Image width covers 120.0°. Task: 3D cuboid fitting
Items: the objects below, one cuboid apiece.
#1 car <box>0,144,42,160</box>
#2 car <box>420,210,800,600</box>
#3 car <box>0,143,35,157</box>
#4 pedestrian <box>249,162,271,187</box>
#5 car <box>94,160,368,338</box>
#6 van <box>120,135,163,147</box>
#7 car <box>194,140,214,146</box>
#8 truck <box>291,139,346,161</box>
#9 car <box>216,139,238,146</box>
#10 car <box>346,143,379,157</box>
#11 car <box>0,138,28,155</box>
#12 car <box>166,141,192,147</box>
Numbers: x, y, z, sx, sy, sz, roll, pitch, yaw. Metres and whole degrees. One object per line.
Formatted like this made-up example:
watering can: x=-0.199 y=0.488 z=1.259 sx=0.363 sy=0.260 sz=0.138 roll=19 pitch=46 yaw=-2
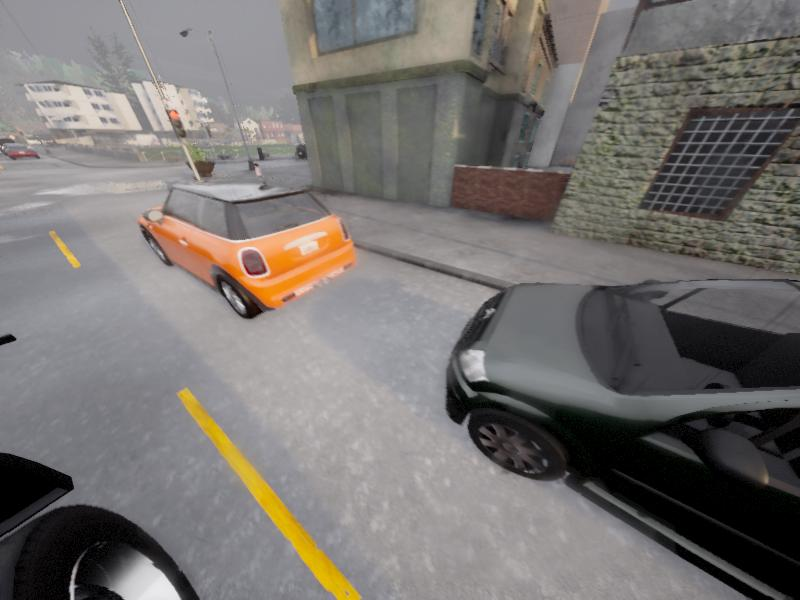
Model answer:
car: x=-44.478 y=-17.375 z=27.051 sx=4.181 sy=1.385 sz=1.994 roll=21 pitch=40 yaw=27
car: x=2.368 y=0.756 z=1.475 sx=3.988 sy=1.617 sz=1.851 roll=21 pitch=40 yaw=27
car: x=-50.856 y=-19.866 z=30.536 sx=4.181 sy=1.385 sz=1.994 roll=20 pitch=40 yaw=25
pedestrian: x=-7.153 y=-6.429 z=11.836 sx=0.500 sy=1.100 sz=0.500 roll=4 pitch=35 yaw=5
car: x=-3.102 y=-1.446 z=4.395 sx=4.553 sy=1.767 sz=2.097 roll=21 pitch=40 yaw=27
van: x=-65.161 y=-40.199 z=58.437 sx=2.351 sy=2.431 sz=6.366 roll=21 pitch=40 yaw=27
car: x=-57.674 y=-46.192 z=67.875 sx=1.970 sy=1.475 sz=3.806 roll=21 pitch=40 yaw=27
truck: x=-10.070 y=-19.213 z=29.370 sx=2.390 sy=2.098 sz=6.274 roll=21 pitch=40 yaw=27
car: x=-54.124 y=-49.285 z=72.185 sx=2.033 sy=1.649 sz=4.856 roll=21 pitch=40 yaw=27
car: x=-5.543 y=-22.838 z=35.089 sx=2.128 sy=1.511 sz=4.902 roll=21 pitch=40 yaw=27
car: x=-56.800 y=-22.381 z=33.607 sx=3.866 sy=1.878 sz=1.905 roll=21 pitch=40 yaw=27
car: x=-61.038 y=-43.252 z=63.812 sx=1.895 sy=1.301 sz=4.718 roll=21 pitch=40 yaw=27
